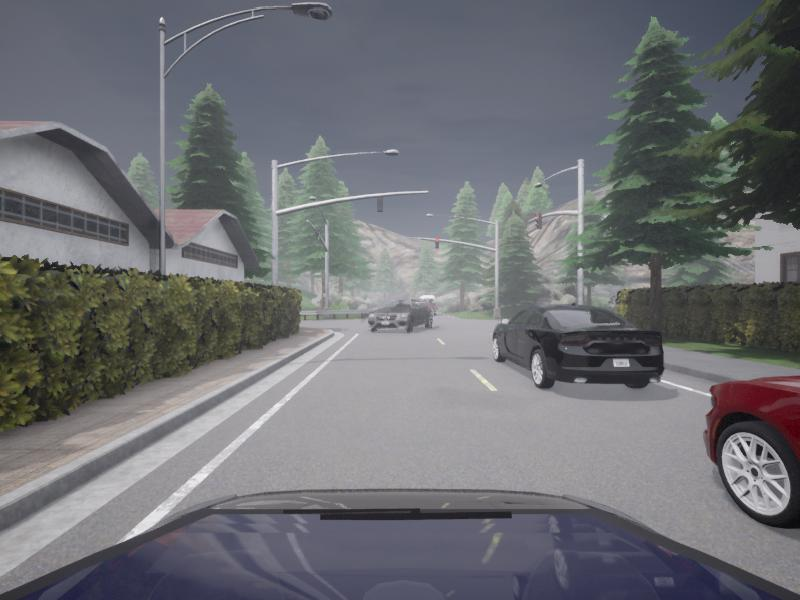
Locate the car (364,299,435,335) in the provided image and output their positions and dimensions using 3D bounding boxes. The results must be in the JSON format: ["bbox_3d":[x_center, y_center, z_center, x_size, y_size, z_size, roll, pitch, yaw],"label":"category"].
[{"bbox_3d":[0.154,0.779,20.900,2.152,1.651,5.027,0,0,20],"label":"car"}]

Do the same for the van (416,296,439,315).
[{"bbox_3d":[2.971,0.571,44.126,2.069,2.038,4.480,0,0,-1],"label":"van"}]

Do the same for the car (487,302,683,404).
[{"bbox_3d":[3.393,0.823,8.653,1.882,1.535,5.008,0,0,-1],"label":"car"}]

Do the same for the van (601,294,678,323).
[{"bbox_3d":[16.977,0.583,28.475,4.442,1.987,1.775,0,0,0],"label":"van"}]

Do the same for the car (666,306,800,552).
[{"bbox_3d":[3.475,0.823,1.271,1.882,1.535,5.008,0,0,-1],"label":"car"}]
